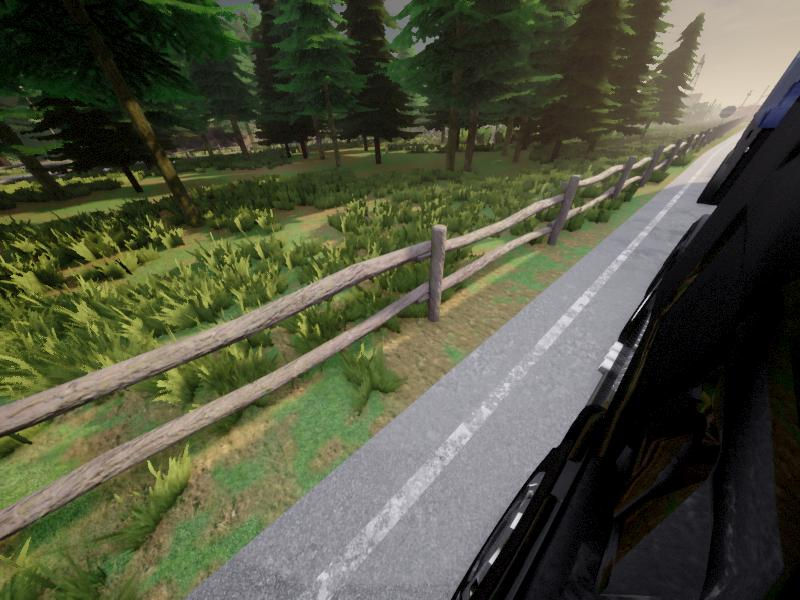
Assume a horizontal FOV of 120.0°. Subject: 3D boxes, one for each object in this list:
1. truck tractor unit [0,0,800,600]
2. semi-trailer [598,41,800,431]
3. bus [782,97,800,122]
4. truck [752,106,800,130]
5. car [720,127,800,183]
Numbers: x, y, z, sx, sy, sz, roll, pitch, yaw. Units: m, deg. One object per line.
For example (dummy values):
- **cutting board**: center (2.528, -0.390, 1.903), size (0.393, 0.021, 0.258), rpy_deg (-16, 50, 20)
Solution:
- **truck tractor unit**: center (2.645, -0.295, 0.351), size (6.516, 4.208, 3.053), rpy_deg (-28, 44, -30)
- **semi-trailer**: center (8.688, -3.614, 4.236), size (14.254, 4.402, 2.717), rpy_deg (-28, 44, -30)
- **bus**: center (85.227, -40.085, 48.298), size (10.273, 4.253, 3.944), rpy_deg (-27, 43, -29)
- **truck**: center (51.715, -24.991, 31.716), size (5.204, 2.467, 2.627), rpy_deg (-27, 43, -29)
- **car**: center (15.976, -6.291, 9.800), size (4.902, 1.511, 2.128), rpy_deg (-28, 44, -30)
